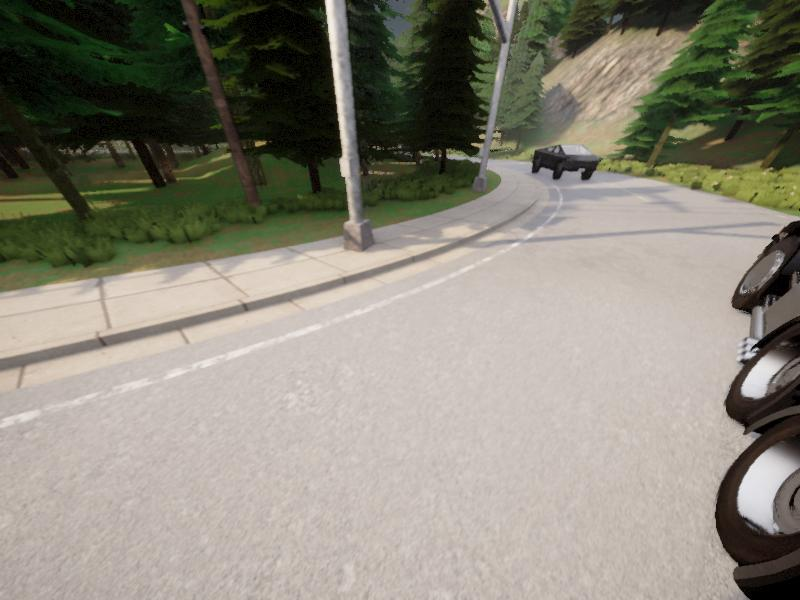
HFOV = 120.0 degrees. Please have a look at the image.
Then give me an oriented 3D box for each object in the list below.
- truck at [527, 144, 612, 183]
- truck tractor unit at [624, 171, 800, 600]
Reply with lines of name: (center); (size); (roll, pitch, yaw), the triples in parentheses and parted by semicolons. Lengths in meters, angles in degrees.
truck: (12.351, -10.625, 17.635); (2.390, 2.098, 6.274); (4, 35, 5)
truck tractor unit: (4.942, -0.442, 0.988); (6.516, 4.208, 3.053); (-25, 42, -31)
